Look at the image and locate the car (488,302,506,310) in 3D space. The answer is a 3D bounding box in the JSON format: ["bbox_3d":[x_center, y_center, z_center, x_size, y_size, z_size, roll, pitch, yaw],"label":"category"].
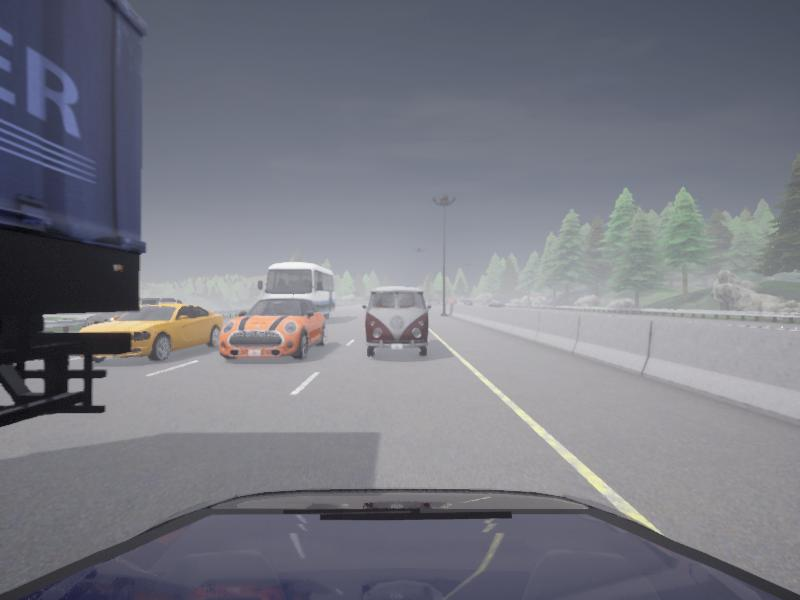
[{"bbox_3d":[17.009,0.987,70.236,1.895,1.301,4.718,0,0,0],"label":"car"}]

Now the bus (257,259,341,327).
[{"bbox_3d":[-7.093,-0.521,30.312,3.944,4.253,10.273,0,1,-1],"label":"bus"}]

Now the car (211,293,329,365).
[{"bbox_3d":[-3.590,0.702,12.077,2.097,1.767,4.553,0,0,0],"label":"car"}]

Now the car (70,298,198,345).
[{"bbox_3d":[-10.624,0.765,16.543,2.242,1.667,4.611,0,0,-1],"label":"car"}]

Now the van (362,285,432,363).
[{"bbox_3d":[-0.091,0.608,12.367,1.775,1.987,4.442,0,0,0],"label":"van"}]

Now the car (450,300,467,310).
[{"bbox_3d":[10.014,0.823,69.306,2.152,1.651,5.027,0,0,0],"label":"car"}]

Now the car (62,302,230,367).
[{"bbox_3d":[-7.090,0.831,12.005,1.882,1.535,5.008,0,0,0],"label":"car"}]
